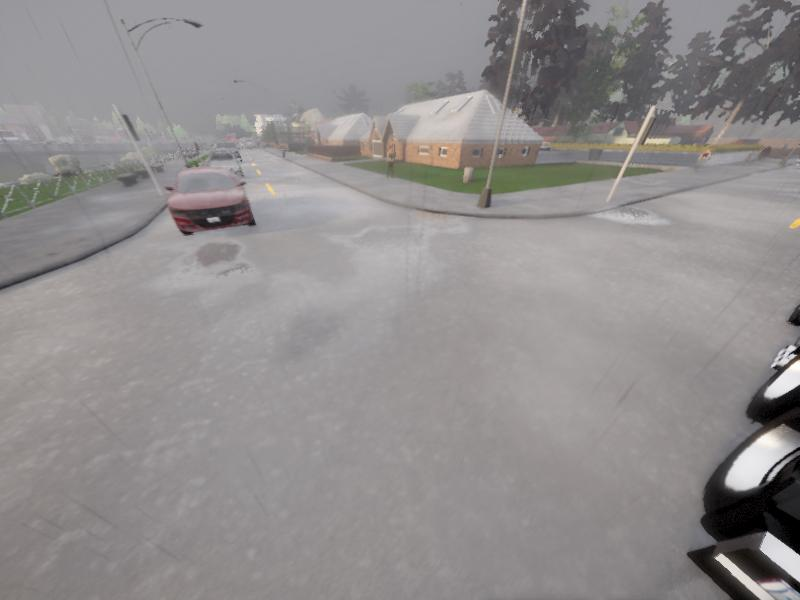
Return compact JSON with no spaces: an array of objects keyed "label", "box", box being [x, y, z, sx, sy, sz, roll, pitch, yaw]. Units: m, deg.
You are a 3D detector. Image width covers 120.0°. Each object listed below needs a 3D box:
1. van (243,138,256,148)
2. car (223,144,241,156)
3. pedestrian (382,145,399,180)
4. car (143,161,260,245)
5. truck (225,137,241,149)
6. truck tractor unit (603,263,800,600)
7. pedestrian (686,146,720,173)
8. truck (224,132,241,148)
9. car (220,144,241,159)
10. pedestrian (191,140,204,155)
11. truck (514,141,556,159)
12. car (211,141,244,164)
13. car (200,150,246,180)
[{"label":"van","box":[-44.336,-46.276,68.023,2.351,2.431,6.366,-18,39,-24]},{"label":"car","box":[-28.532,-25.643,39.288,2.038,1.542,4.974,-18,39,-24]},{"label":"pedestrian","box":[-0.596,-8.767,14.770,0.751,1.860,0.751,-19,39,-26]},{"label":"car","box":[-6.237,-3.576,7.751,1.882,1.535,5.008,-19,39,-25]},{"label":"truck","box":[-43.760,-41.152,60.625,2.627,2.467,5.204,-18,39,-24]},{"label":"truck tractor unit","box":[5.108,-0.302,0.792,6.516,4.208,3.053,-18,39,-24]},{"label":"pedestrian","box":[24.836,-11.507,18.964,0.751,1.860,0.751,-17,38,-23]},{"label":"truck","box":[-51.256,-49.150,70.868,2.891,3.827,8.468,-18,39,-24]},{"label":"car","box":[-23.667,-20.843,32.362,1.851,1.617,3.988,-18,39,-24]},{"label":"pedestrian","box":[-31.555,-23.697,35.943,0.751,1.860,0.751,28,43,34]},{"label":"truck","box":[19.614,-22.052,33.814,2.069,2.038,4.478,-18,39,-24]},{"label":"car","box":[-19.462,-16.848,26.275,2.150,2.045,5.566,-18,38,-24]},{"label":"car","box":[-12.700,-9.922,16.829,2.007,1.525,4.514,-18,39,-24]}]
